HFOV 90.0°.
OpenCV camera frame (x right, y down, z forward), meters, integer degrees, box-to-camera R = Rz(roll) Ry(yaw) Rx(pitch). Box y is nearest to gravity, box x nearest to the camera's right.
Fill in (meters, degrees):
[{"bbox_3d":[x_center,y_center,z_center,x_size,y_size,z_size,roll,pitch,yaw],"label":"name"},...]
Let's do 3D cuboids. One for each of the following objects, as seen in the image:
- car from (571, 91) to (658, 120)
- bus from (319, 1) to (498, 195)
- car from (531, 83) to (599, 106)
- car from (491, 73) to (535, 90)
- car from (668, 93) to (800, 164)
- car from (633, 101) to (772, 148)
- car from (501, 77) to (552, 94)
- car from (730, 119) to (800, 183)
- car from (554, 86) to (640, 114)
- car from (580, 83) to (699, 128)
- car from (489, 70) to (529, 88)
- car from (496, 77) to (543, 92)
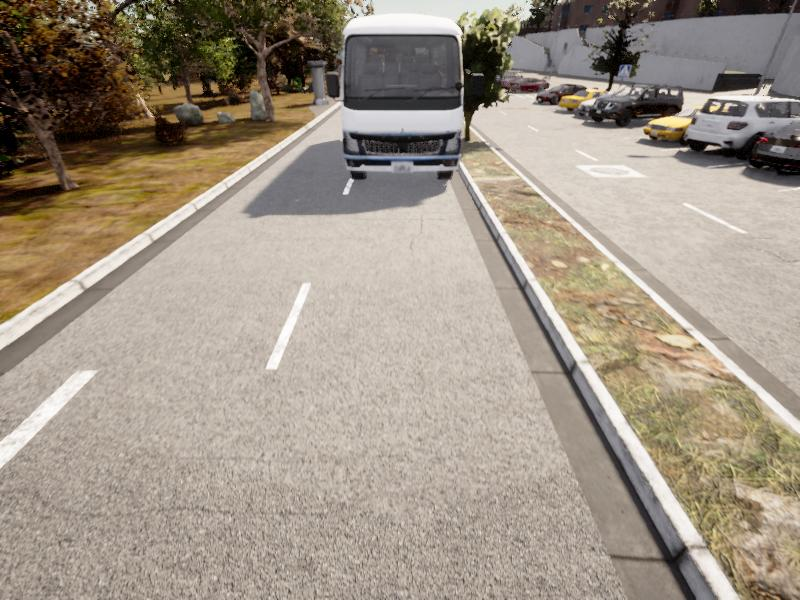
[{"bbox_3d":[13.849,-12.668,25.948,4.674,1.452,2.002,-10,33,-17],"label":"car"},{"bbox_3d":[0.133,-7.342,14.286,3.944,4.253,10.273,0,31,-1],"label":"bus"},{"bbox_3d":[13.826,-17.330,33.642,4.792,1.488,2.163,-10,33,-17],"label":"car"},{"bbox_3d":[13.838,-26.785,48.956,4.553,1.767,2.185,-10,33,-17],"label":"car"},{"bbox_3d":[13.864,-6.759,15.498,5.566,2.045,2.435,-10,32,-17],"label":"car"},{"bbox_3d":[13.666,-8.044,18.140,5.366,1.575,1.946,-10,33,-17],"label":"car"},{"bbox_3d":[13.836,-23.549,43.912,4.792,1.488,2.163,-10,33,-17],"label":"car"},{"bbox_3d":[13.859,-4.989,13.061,4.792,1.488,2.163,-10,32,-17],"label":"car"},{"bbox_3d":[14.019,-14.289,28.558,5.366,1.575,1.946,-10,32,-17],"label":"car"},{"bbox_3d":[13.820,-11.359,23.211,5.566,2.045,2.435,-10,33,-17],"label":"car"},{"bbox_3d":[13.980,-28.441,51.501,4.442,1.987,1.878,-10,33,-17],"label":"car"},{"bbox_3d":[13.859,-25.103,46.500,4.674,1.452,2.002,-10,33,-17],"label":"car"}]
